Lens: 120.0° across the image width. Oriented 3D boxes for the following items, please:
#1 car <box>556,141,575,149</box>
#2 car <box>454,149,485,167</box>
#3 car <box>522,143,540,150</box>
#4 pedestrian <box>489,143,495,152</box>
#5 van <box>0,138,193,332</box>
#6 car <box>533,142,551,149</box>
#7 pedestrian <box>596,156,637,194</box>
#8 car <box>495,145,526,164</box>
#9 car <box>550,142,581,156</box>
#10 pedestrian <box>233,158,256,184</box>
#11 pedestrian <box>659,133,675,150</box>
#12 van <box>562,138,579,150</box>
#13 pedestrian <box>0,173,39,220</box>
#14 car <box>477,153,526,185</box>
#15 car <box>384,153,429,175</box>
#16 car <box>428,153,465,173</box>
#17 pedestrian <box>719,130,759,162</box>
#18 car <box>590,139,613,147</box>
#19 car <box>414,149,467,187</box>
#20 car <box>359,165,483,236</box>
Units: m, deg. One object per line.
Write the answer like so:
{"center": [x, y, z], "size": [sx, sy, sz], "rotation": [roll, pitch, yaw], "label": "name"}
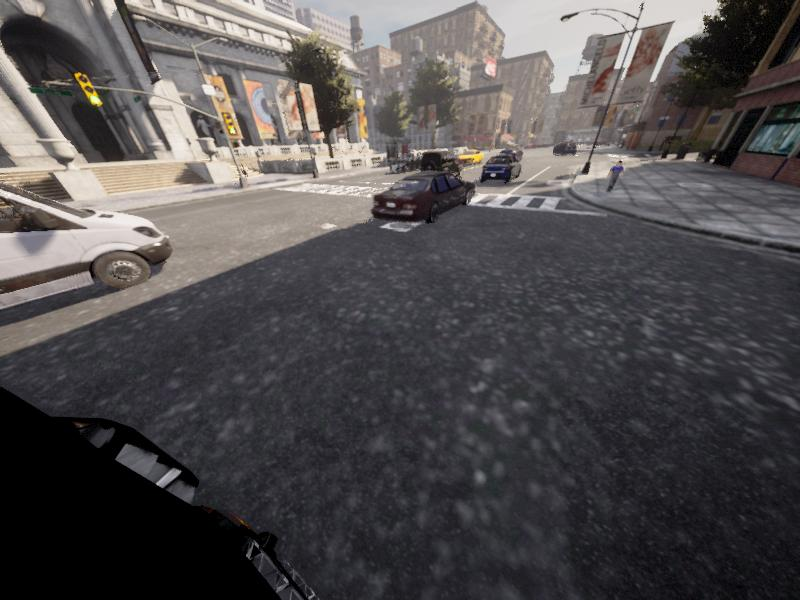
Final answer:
{"center": [41.233, -38.637, 57.530], "size": [4.974, 1.542, 2.038], "rotation": [-26, 40, -30], "label": "car"}
{"center": [8.416, -17.077, 27.677], "size": [1.882, 1.535, 5.008], "rotation": [18, 39, 28], "label": "car"}
{"center": [37.397, -43.931, 65.905], "size": [4.674, 1.452, 2.002], "rotation": [-23, 39, -28], "label": "car"}
{"center": [23.239, -38.531, 58.233], "size": [0.751, 1.860, 0.751], "rotation": [25, 43, 36], "label": "pedestrian"}
{"center": [-7.520, -0.684, 3.337], "size": [1.988, 2.561, 5.915], "rotation": [19, 40, 30], "label": "van"}
{"center": [42.198, -45.778, 68.433], "size": [4.718, 1.301, 1.895], "rotation": [-17, 36, -20], "label": "car"}
{"center": [8.840, -5.134, 9.506], "size": [0.751, 1.300, 0.751], "rotation": [15, 38, 25], "label": "pedestrian"}
{"center": [13.748, -18.058, 28.641], "size": [2.152, 1.651, 5.027], "rotation": [19, 39, 30], "label": "car"}
{"center": [25.371, -23.315, 35.634], "size": [1.851, 1.617, 3.988], "rotation": [-1, 34, 3], "label": "car"}
{"center": [-13.011, -10.813, 19.375], "size": [0.751, 1.860, 0.751], "rotation": [13, 37, 23], "label": "pedestrian"}
{"center": [36.242, -21.455, 31.378], "size": [0.751, 1.860, 0.751], "rotation": [19, 39, 30], "label": "pedestrian"}
{"center": [37.105, -33.882, 50.275], "size": [1.775, 1.987, 4.442], "rotation": [23, 41, 34], "label": "van"}
{"center": [-18.417, -4.858, 10.830], "size": [0.751, 1.860, 0.751], "rotation": [19, 39, 29], "label": "pedestrian"}
{"center": [6.810, -8.759, 15.308], "size": [1.816, 1.474, 4.193], "rotation": [18, 39, 29], "label": "car"}
{"center": [0.817, -13.990, 23.667], "size": [2.128, 1.511, 4.902], "rotation": [19, 39, 30], "label": "car"}
{"center": [4.661, -13.759, 23.131], "size": [1.994, 1.385, 4.181], "rotation": [18, 39, 29], "label": "car"}
{"center": [24.604, -11.176, 16.819], "size": [0.751, 1.860, 0.751], "rotation": [18, 39, 28], "label": "pedestrian"}
{"center": [51.815, -40.341, 59.272], "size": [4.792, 1.488, 2.163], "rotation": [-17, 36, -20], "label": "car"}
{"center": [2.793, -9.018, 15.654], "size": [1.905, 1.878, 3.866], "rotation": [19, 40, 30], "label": "car"}
{"center": [1.150, -4.037, 8.720], "size": [2.033, 1.411, 5.357], "rotation": [19, 39, 30], "label": "car"}
